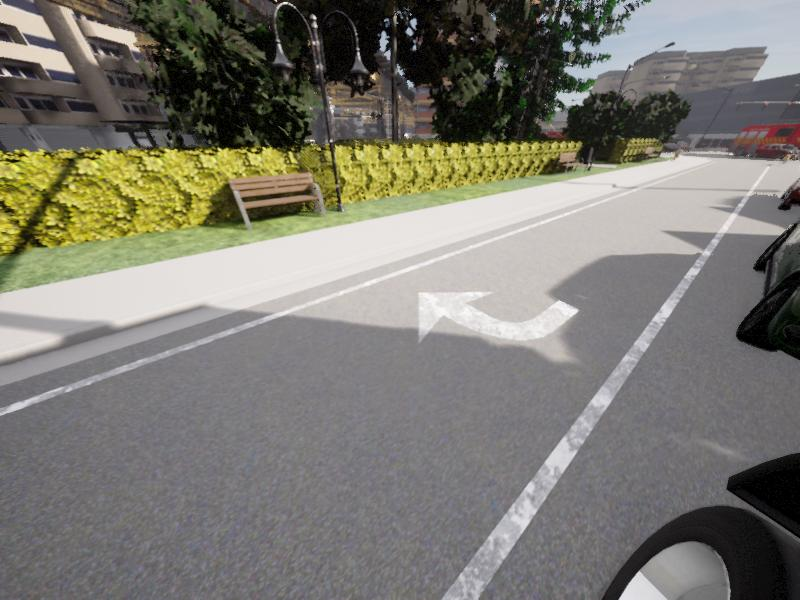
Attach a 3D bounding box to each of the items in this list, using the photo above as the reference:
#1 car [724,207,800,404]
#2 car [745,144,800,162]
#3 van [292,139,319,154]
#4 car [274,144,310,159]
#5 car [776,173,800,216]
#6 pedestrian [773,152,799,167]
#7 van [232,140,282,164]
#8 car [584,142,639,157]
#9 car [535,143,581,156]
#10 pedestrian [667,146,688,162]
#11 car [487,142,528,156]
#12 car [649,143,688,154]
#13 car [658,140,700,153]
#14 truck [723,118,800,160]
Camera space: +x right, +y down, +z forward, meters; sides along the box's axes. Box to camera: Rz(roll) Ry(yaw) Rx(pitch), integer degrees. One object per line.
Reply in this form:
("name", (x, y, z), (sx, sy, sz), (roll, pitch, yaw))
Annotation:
("car", (6.671, -0.437, 2.763), (5.566, 2.045, 2.150), (-22, 41, -29))
("car", (42.169, -16.396, 25.655), (1.970, 1.475, 3.806), (5, 36, 8))
("van", (-16.344, -26.802, 40.334), (2.069, 2.038, 4.480), (5, 35, 8))
("car", (-14.582, -20.415, 31.640), (1.801, 1.575, 5.366), (5, 36, 8))
("car", (15.852, -4.071, 8.347), (4.674, 1.442, 1.812), (-23, 41, -29))
("pedestrian", (33.403, -12.184, 19.998), (0.500, 1.100, 0.500), (-3, 35, -3))
("van", (-15.749, -16.563, 25.776), (2.069, 2.038, 4.480), (5, 36, 8))
("car", (29.535, -21.198, 32.433), (5.027, 1.651, 2.152), (6, 36, 8))
("car", (22.701, -21.795, 33.447), (4.792, 1.488, 2.163), (5, 36, 8))
("pedestrian", (27.427, -14.443, 22.828), (0.751, 1.300, 0.751), (-23, 41, -29))
("car", (15.850, -22.509, 34.382), (5.027, 1.651, 2.152), (5, 36, 8))
("car", (44.739, -25.411, 38.627), (1.994, 1.385, 4.181), (5, 35, 8))
("car", (48.693, -26.948, 40.454), (2.097, 1.767, 4.553), (5, 35, 7))
("truck", (46.283, -19.415, 27.889), (2.891, 3.827, 8.468), (5, 35, 8))
